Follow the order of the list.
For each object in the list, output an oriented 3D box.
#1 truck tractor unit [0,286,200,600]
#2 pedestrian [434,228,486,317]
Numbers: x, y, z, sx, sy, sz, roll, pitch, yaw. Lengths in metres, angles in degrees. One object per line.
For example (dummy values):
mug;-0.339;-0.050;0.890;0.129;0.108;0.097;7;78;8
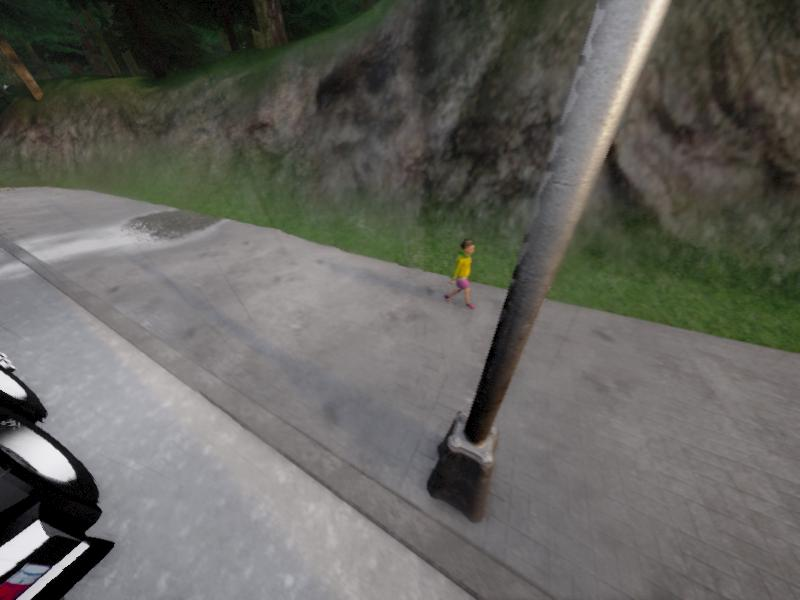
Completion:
truck tractor unit;-5.151;-0.259;0.725;6.516;4.208;3.053;17;38;22
pedestrian;0.847;-0.382;3.333;0.500;1.100;0.500;13;37;18
